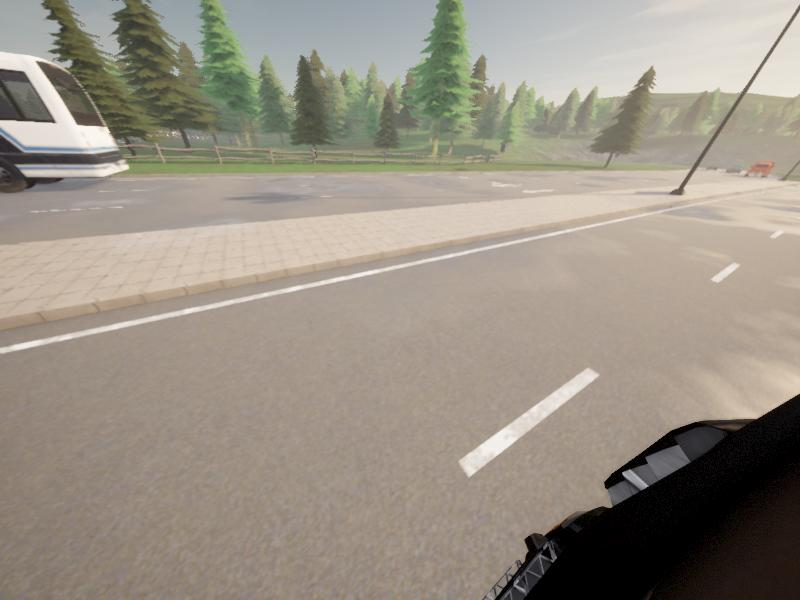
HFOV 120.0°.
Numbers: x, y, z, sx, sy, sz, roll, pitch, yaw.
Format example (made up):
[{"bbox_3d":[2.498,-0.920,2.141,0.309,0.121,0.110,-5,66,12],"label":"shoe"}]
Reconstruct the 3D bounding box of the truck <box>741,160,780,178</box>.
[{"bbox_3d":[63.747,-23.125,40.842,5.204,2.467,2.627,-19,40,-29],"label":"truck"}]

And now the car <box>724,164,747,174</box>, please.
[{"bbox_3d":[73.472,-28.746,50.537,4.553,1.767,2.097,-21,40,-31],"label":"car"}]

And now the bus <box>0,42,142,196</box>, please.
[{"bbox_3d":[-17.312,-5.991,7.671,10.273,4.253,3.944,-16,38,-26],"label":"bus"}]
